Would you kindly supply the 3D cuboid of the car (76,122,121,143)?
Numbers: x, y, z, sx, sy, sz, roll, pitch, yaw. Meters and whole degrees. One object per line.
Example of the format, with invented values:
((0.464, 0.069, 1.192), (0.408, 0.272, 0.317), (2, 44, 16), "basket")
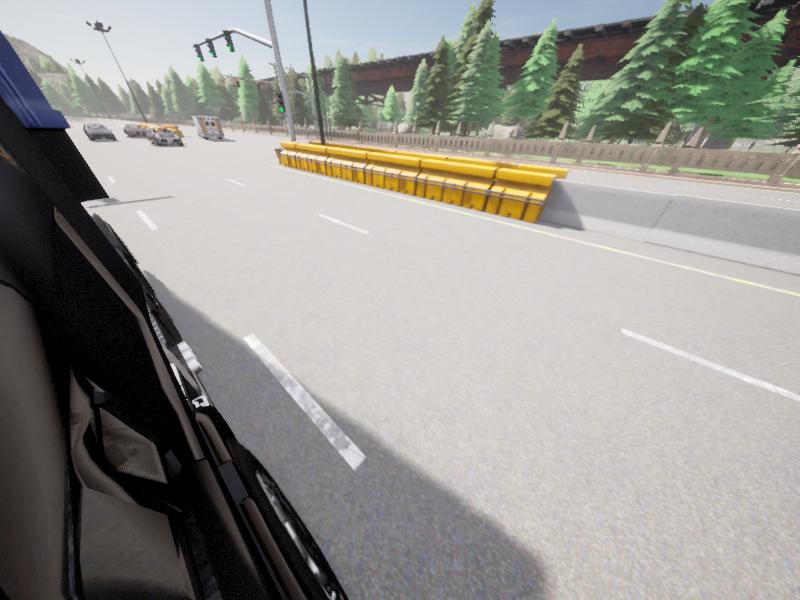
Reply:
((-30.542, -16.967, 23.373), (5.357, 1.411, 2.033), (28, 44, 30), "car")

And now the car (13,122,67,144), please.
((-31.547, -14.746, 20.359), (4.181, 1.385, 1.994), (28, 44, 30), "car")

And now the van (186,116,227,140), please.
((-26.251, -23.328, 31.297), (2.351, 2.431, 6.366), (-29, 47, -36), "van")

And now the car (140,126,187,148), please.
((-21.619, -14.931, 21.118), (3.806, 1.475, 1.970), (28, 44, 30), "car")

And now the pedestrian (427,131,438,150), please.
((3.837, -18.990, 27.485), (0.751, 1.860, 0.751), (28, 44, 30), "pedestrian")

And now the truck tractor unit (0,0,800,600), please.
((-2.645, -0.295, 0.351), (6.516, 4.208, 3.053), (28, 44, 30), "truck tractor unit")

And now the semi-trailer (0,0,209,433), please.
((-9.217, -3.180, 3.653), (14.254, 4.402, 2.717), (22, 40, 24), "semi-trailer")

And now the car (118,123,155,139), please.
((-31.609, -20.248, 27.728), (4.181, 1.385, 1.994), (28, 44, 30), "car")
